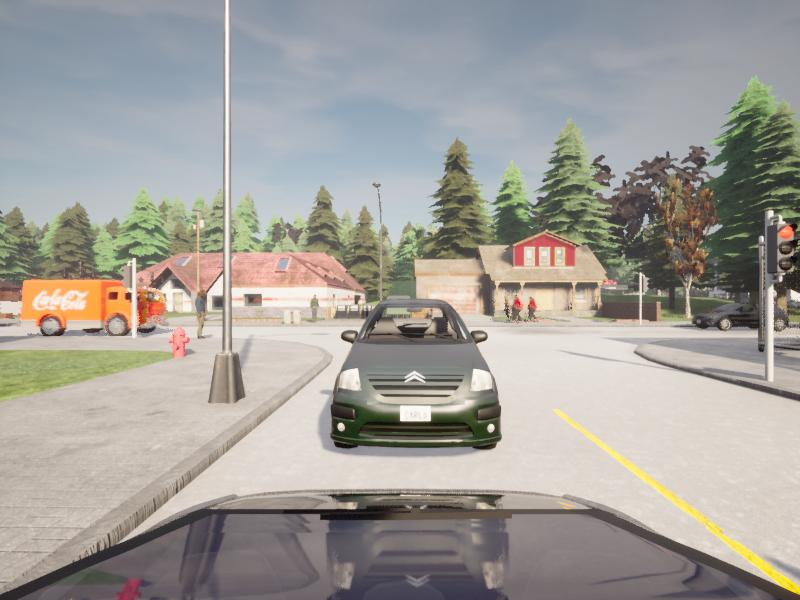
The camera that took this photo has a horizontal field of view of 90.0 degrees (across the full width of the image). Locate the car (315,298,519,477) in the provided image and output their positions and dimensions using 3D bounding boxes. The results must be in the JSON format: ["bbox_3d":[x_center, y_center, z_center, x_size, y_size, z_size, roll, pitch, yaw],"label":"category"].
[{"bbox_3d":[0.190,0.788,5.622,1.851,1.617,3.988,0,0,1],"label":"car"}]

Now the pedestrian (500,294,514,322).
[{"bbox_3d":[7.142,0.533,26.659,0.751,1.860,0.751,0,0,0],"label":"pedestrian"}]

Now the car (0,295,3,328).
[{"bbox_3d":[-24.920,0.647,22.249,3.866,1.878,1.905,0,0,1],"label":"car"}]

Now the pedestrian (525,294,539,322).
[{"bbox_3d":[8.801,0.533,26.691,0.751,1.860,0.751,0,0,0],"label":"pedestrian"}]

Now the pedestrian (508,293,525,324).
[{"bbox_3d":[7.141,0.533,24.563,0.751,1.860,0.751,0,0,-7],"label":"pedestrian"}]

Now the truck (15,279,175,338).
[{"bbox_3d":[-13.454,0.356,17.993,5.204,2.467,2.627,0,0,0],"label":"truck"}]

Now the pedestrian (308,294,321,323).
[{"bbox_3d":[-5.507,0.533,25.747,0.751,1.860,0.751,0,0,-13],"label":"pedestrian"}]

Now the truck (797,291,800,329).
[{"bbox_3d":[25.344,0.541,21.160,6.274,2.098,2.390,0,0,1],"label":"truck"}]

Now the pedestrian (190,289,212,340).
[{"bbox_3d":[-7.594,0.534,15.250,0.751,1.860,0.751,0,0,-28],"label":"pedestrian"}]

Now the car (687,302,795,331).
[{"bbox_3d":[18.033,0.854,21.315,4.193,1.474,1.816,0,0,1],"label":"car"}]
